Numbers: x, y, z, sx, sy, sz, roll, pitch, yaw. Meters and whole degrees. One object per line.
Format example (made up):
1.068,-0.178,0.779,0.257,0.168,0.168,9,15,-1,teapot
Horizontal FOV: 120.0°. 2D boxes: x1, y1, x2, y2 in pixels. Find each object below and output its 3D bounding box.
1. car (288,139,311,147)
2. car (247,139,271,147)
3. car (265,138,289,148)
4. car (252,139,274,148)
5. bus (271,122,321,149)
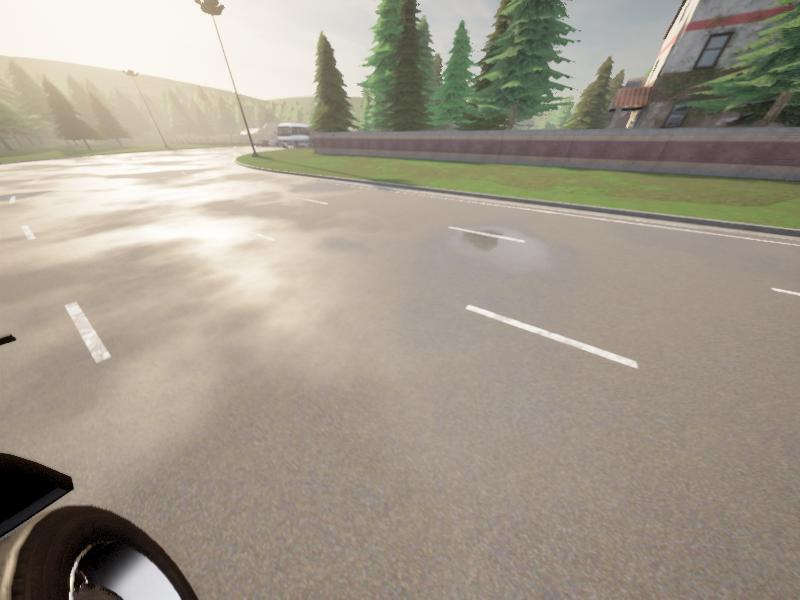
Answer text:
-23.690,-37.270,54.803,1.801,1.575,5.366,10,37,14,car
-34.195,-38.187,56.157,2.163,1.488,4.792,8,36,11,car
-28.027,-36.010,52.953,2.033,1.649,4.856,8,36,11,car
-31.523,-36.219,53.389,1.816,1.474,4.193,8,36,11,car
-21.629,-35.040,49.335,3.944,4.253,10.273,8,36,11,bus
